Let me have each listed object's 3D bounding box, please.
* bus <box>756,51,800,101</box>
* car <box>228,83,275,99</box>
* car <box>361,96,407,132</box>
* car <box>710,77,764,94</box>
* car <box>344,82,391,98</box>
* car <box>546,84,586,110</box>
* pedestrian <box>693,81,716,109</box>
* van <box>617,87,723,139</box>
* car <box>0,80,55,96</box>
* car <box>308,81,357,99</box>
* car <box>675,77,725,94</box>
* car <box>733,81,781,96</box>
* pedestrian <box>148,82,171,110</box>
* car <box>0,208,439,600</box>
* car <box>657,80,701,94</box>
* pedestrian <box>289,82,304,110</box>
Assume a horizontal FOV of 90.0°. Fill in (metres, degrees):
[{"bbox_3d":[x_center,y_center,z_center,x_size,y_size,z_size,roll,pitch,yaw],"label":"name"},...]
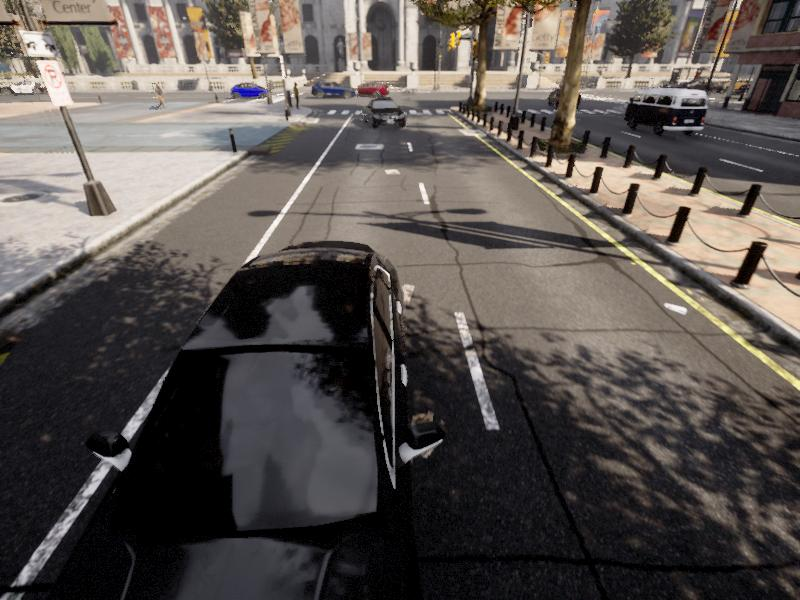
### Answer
[{"bbox_3d":[43.636,-22.685,40.563,10.273,4.253,3.944,-1,30,-1],"label":"bus"},{"bbox_3d":[-15.886,-22.417,42.895,4.193,1.474,1.816,-1,30,-1],"label":"car"},{"bbox_3d":[-1.023,-10.895,23.209,1.812,1.442,4.674,-7,31,-11],"label":"car"},{"bbox_3d":[42.082,-26.876,50.094,4.605,1.855,1.932,-1,30,-1],"label":"car"},{"bbox_3d":[-3.673,-23.871,45.369,4.792,1.488,2.163,8,31,13],"label":"car"},{"bbox_3d":[13.857,-17.170,33.740,1.930,1.638,5.238,4,30,8],"label":"car"},{"bbox_3d":[23.250,-15.648,30.565,0.751,1.860,0.751,24,38,34],"label":"pedestrian"},{"bbox_3d":[13.569,-9.731,20.613,2.069,2.038,4.480,-1,30,-1],"label":"van"},{"bbox_3d":[-45.009,-25.377,47.860,4.974,1.542,2.038,-6,31,-10],"label":"car"},{"bbox_3d":[-7.141,-22.597,43.047,4.856,1.649,2.033,-1,30,-1],"label":"car"},{"bbox_3d":[35.076,-25.146,46.848,3.988,1.617,1.851,-1,30,-1],"label":"car"},{"bbox_3d":[41.991,-24.975,47.148,3.633,1.501,1.845,-1,30,-1],"label":"car"},{"bbox_3d":[-17.940,-15.236,29.883,0.751,1.860,0.751,4,31,7],"label":"pedestrian"},{"bbox_3d":[-0.841,0.750,3.241,1.837,1.490,4.892,-1,30,-1],"label":"car"},{"bbox_3d":[34.778,-26.624,50.027,3.806,1.475,1.970,-1,30,-1],"label":"car"},{"bbox_3d":[-7.776,-15.401,30.159,0.751,1.860,0.751,-1,30,-2],"label":"pedestrian"}]
